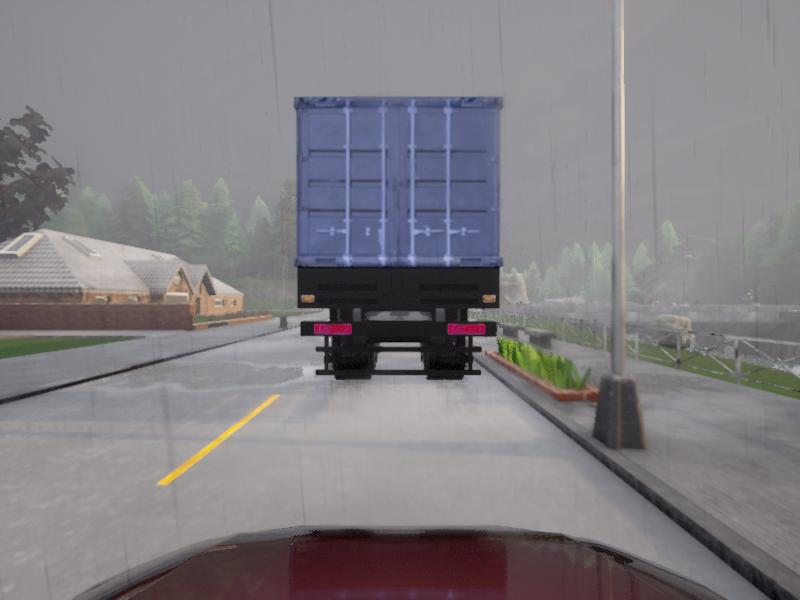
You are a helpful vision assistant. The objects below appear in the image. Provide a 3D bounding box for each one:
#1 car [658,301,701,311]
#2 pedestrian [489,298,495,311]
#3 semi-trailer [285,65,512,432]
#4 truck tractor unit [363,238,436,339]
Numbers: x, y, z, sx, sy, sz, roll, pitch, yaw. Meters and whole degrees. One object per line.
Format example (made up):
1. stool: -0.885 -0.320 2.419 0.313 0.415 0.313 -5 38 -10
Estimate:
1. car: 42.268 0.917 60.542 4.974 1.542 2.038 0 0 0
2. pedestrian: 12.673 0.608 55.149 0.751 1.860 0.751 0 0 0
3. semi-trailer: -0.016 -0.598 11.930 2.717 4.402 14.254 0 0 0
4. truck tractor unit: -0.017 -0.488 19.843 3.053 4.208 6.516 0 0 0
